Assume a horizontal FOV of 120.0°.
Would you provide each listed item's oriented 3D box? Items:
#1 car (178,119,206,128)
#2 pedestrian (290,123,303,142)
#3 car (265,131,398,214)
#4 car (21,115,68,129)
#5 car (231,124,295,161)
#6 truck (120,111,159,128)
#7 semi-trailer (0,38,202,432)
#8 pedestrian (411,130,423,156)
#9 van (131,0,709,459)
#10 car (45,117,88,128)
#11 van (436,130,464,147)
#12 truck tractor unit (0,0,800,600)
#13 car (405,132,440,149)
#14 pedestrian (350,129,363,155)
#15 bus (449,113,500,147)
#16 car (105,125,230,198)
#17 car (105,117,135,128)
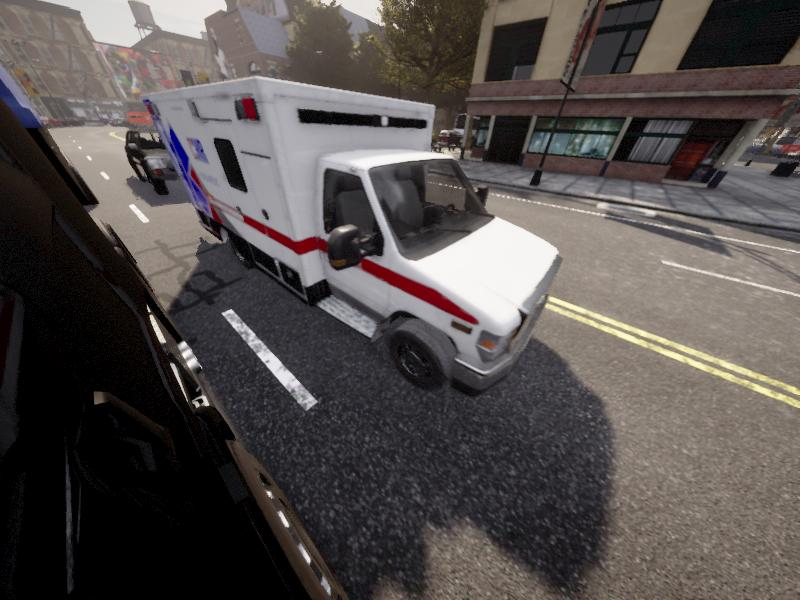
[{"bbox_3d":[-49.382,-41.982,55.049,1.930,1.638,5.238,2,37,0],"label":"car"},{"bbox_3d":[-12.667,-20.460,28.260,0.751,1.860,0.751,12,38,12],"label":"pedestrian"},{"bbox_3d":[-2.479,-4.741,8.245,4.605,1.855,1.932,28,44,30],"label":"car"},{"bbox_3d":[-52.379,-26.366,34.191,2.002,1.452,4.674,-18,41,-25],"label":"car"},{"bbox_3d":[-9.957,-11.507,16.780,4.605,1.855,1.932,28,44,30],"label":"car"},{"bbox_3d":[-51.368,-35.640,45.772,2.627,2.467,5.204,-8,38,-15],"label":"truck"},{"bbox_3d":[-8.738,-3.584,4.178,14.254,4.402,2.717,28,43,29],"label":"semi-trailer"},{"bbox_3d":[1.458,-13.792,20.285,0.751,1.860,0.751,-7,38,-13],"label":"pedestrian"},{"bbox_3d":[-1.091,-1.470,3.516,6.366,2.431,2.351,28,44,30],"label":"van"},{"bbox_3d":[-55.041,-29.434,38.234,1.895,1.301,4.718,-11,39,-17],"label":"car"},{"bbox_3d":[7.764,-25.107,35.921,2.069,2.038,4.480,28,44,30],"label":"van"},{"bbox_3d":[-2.645,-0.295,0.351,6.516,4.208,3.053,28,44,30],"label":"truck tractor unit"},{"bbox_3d":[3.099,-21.730,31.451,1.930,1.638,5.238,28,44,30],"label":"car"},{"bbox_3d":[-3.863,-14.088,20.589,0.751,1.860,0.751,25,42,27],"label":"pedestrian"},{"bbox_3d":[13.276,-29.877,40.793,3.944,4.253,10.273,28,44,30],"label":"bus"},{"bbox_3d":[-8.745,-5.359,8.670,4.605,1.855,1.932,27,43,30],"label":"car"},{"bbox_3d":[-54.763,-34.756,45.275,1.970,1.475,3.806,-8,38,-15],"label":"car"}]
